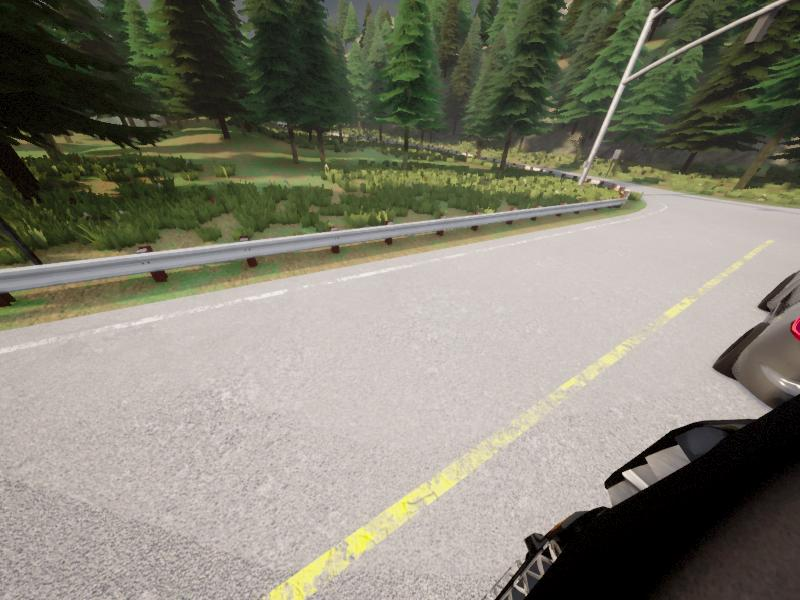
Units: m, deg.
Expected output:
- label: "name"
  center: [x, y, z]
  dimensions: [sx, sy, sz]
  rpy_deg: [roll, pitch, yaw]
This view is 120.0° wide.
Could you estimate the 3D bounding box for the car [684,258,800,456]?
- label: "car"
  center: [5.831, 0.332, 2.379]
  dimensions: [4.611, 1.667, 2.242]
  rpy_deg: [-16, 38, -26]
